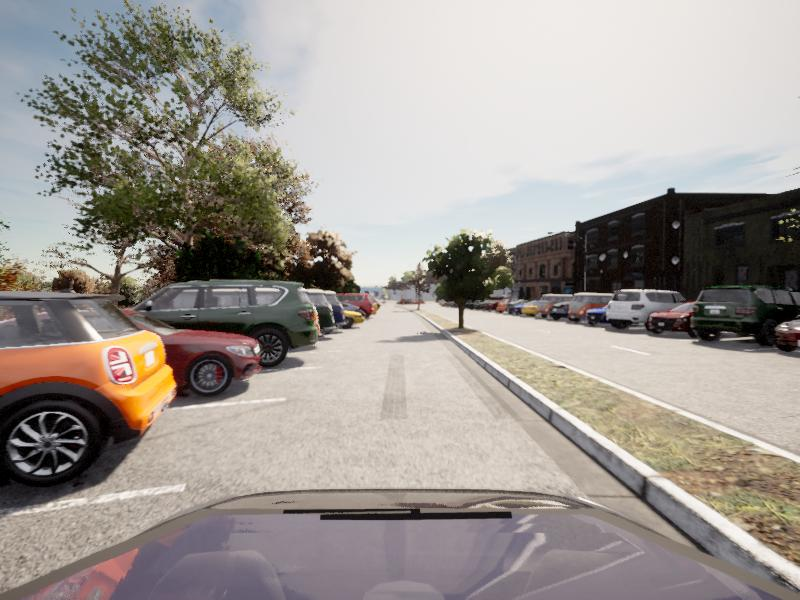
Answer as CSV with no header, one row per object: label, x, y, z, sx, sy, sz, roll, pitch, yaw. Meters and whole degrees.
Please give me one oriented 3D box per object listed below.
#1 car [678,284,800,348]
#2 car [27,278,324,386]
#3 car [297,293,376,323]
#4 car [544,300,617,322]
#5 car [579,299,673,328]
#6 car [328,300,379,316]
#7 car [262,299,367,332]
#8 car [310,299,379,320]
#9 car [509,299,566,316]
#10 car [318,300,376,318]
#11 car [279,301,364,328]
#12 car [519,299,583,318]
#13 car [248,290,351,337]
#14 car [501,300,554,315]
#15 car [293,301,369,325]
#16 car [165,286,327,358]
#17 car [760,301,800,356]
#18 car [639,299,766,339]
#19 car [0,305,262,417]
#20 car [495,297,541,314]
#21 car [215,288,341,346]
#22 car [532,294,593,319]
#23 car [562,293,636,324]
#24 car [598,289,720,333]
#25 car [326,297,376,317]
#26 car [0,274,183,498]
car,13.406,0.538,14.742,5.566,2.045,2.435,1,0,-20
car,-4.842,0.565,9.671,5.566,2.045,2.435,-1,0,-20
car,-4.835,0.541,30.504,5.566,2.045,2.435,-1,0,-20
car,13.421,0.799,29.775,4.792,1.488,2.163,1,0,-20
car,13.393,0.777,23.742,5.008,1.535,2.097,1,0,-20
car,-4.894,0.779,42.392,5.008,1.535,2.097,-1,0,-21
car,-4.632,0.797,21.656,5.366,1.575,1.946,-1,0,-20
car,-4.643,0.783,33.558,5.366,1.575,1.946,-1,0,-20
car,13.372,0.755,38.801,5.008,1.535,2.097,1,0,-21
car,-4.826,0.786,36.458,4.892,1.521,2.231,-1,0,-20
car,-4.832,0.829,24.553,4.792,1.488,2.163,-1,0,-20
car,13.554,0.759,35.858,5.366,1.575,1.946,1,0,-20
car,-4.704,0.578,18.657,4.442,1.987,1.878,-1,0,-20
car,13.319,0.751,41.820,4.892,1.521,2.231,1,0,-21
car,-4.779,0.824,27.556,4.792,1.488,2.163,-1,0,-20
car,-4.704,0.585,12.701,4.442,1.987,1.878,-1,0,-20
car,13.347,0.822,11.709,4.792,1.488,2.163,1,0,-20
car,13.386,0.785,17.731,5.008,1.535,2.097,1,0,-20
car,-4.818,0.860,6.709,4.674,1.452,2.002,-1,0,-20
car,13.262,0.619,44.839,4.553,1.767,2.185,1,0,-21
car,-4.704,0.582,15.679,4.442,1.987,1.878,-1,0,-20
car,13.286,0.537,32.731,4.442,1.987,1.878,1,0,-20
car,13.289,0.546,26.706,4.442,1.987,1.878,1,0,-20
car,13.414,0.530,20.750,5.566,2.045,2.435,1,0,-20
car,-4.834,0.656,39.436,4.553,1.767,2.185,-1,0,-21
car,-4.790,0.697,3.736,4.553,1.767,2.185,-1,0,-20
